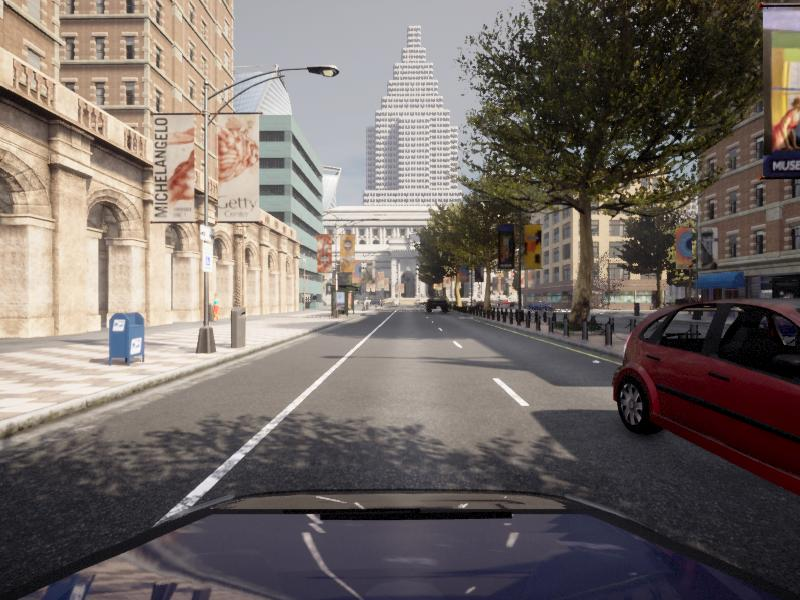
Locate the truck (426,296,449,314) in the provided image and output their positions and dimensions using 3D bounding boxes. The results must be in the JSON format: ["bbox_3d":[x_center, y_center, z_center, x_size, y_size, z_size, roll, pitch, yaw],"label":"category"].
[{"bbox_3d":[4.488,0.542,49.029,2.390,2.098,6.274,0,0,1],"label":"truck"}]

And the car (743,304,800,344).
[{"bbox_3d":[15.287,0.870,14.464,1.812,1.442,4.674,0,0,1],"label":"car"}]

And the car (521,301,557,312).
[{"bbox_3d":[19.071,0.907,54.914,4.181,1.385,1.994,0,0,45],"label":"car"}]

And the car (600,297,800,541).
[{"bbox_3d":[3.587,0.788,3.390,1.851,1.617,3.988,0,0,1],"label":"car"}]

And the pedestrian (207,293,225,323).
[{"bbox_3d":[-11.434,0.485,24.892,0.751,1.860,0.751,0,0,0],"label":"pedestrian"}]
